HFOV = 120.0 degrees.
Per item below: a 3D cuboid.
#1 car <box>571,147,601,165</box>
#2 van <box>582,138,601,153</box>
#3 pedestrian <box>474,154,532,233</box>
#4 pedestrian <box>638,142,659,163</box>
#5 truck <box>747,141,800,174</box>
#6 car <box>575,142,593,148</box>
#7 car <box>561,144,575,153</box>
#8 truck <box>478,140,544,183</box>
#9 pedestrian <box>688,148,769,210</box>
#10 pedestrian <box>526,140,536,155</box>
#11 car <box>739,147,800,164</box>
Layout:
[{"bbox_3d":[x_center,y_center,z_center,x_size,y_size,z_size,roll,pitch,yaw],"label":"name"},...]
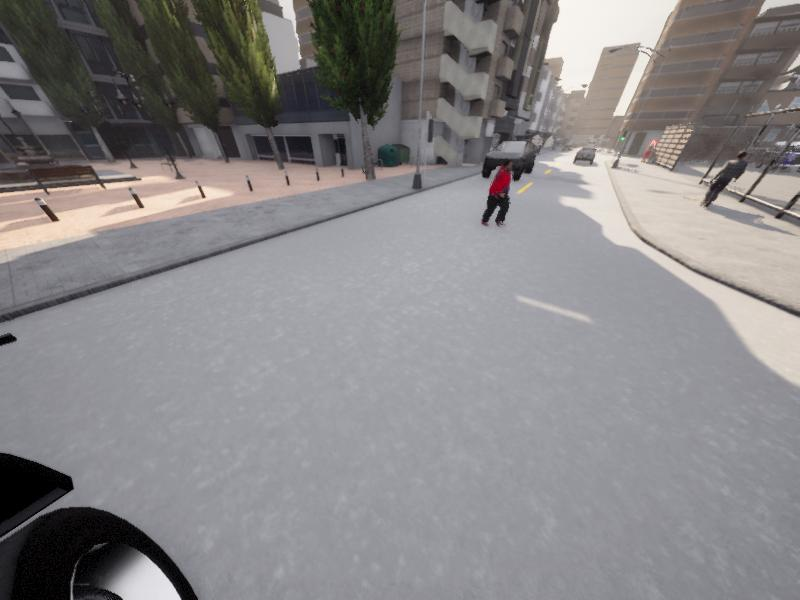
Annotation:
[{"bbox_3d":[20.797,-16.175,25.814,2.033,1.411,5.357,22,41,28],"label":"car"},{"bbox_3d":[41.636,-33.656,50.255,2.351,2.431,6.366,22,41,28],"label":"van"},{"bbox_3d":[2.816,-2.969,6.486,0.751,1.860,0.751,-19,40,-25],"label":"pedestrian"},{"bbox_3d":[26.639,-15.863,24.794,0.751,1.860,0.751,29,44,35],"label":"pedestrian"},{"bbox_3d":[32.265,-11.906,19.180,2.069,2.038,4.478,22,41,28],"label":"truck"},{"bbox_3d":[61.182,-51.637,76.879,5.027,1.651,2.152,-14,38,-20],"label":"car"},{"bbox_3d":[36.827,-33.299,50.618,1.970,1.475,3.806,22,41,28],"label":"car"},{"bbox_3d":[7.848,-9.806,16.062,2.390,2.098,6.274,22,40,27],"label":"truck"},{"bbox_3d":[11.593,-4.310,8.266,0.751,1.860,0.751,24,42,30],"label":"pedestrian"},{"bbox_3d":[20.405,-23.787,35.980,0.751,1.860,0.751,21,40,27],"label":"pedestrian"},{"bbox_3d":[44.281,-16.872,26.896,4.902,1.511,2.128,21,40,27],"label":"car"}]
